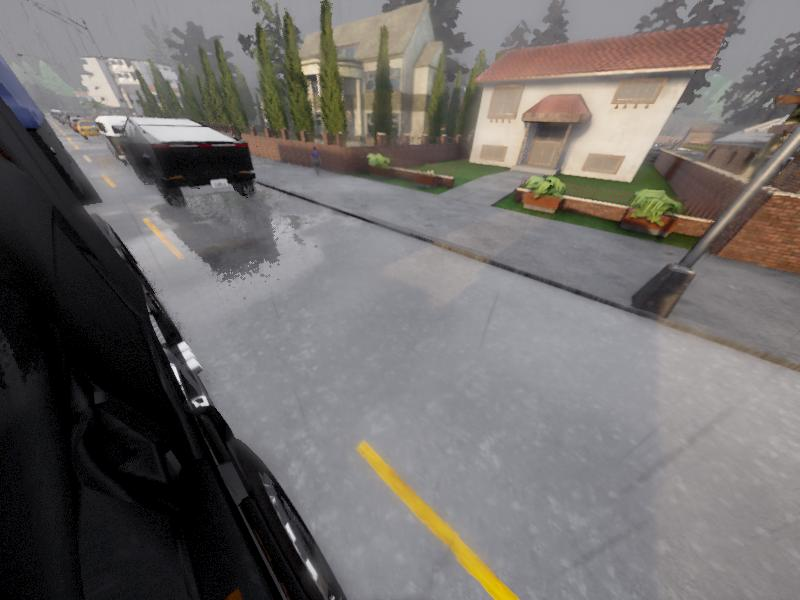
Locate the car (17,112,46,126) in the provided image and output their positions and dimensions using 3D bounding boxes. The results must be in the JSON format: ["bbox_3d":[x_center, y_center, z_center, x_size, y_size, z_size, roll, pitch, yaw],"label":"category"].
[{"bbox_3d":[-59.755,-29.467,37.585,5.008,1.535,1.882,28,44,30],"label":"car"}]

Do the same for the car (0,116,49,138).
[{"bbox_3d":[-35.457,-16.399,21.877,4.193,1.474,1.816,27,43,29],"label":"car"}]

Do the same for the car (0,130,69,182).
[{"bbox_3d":[-15.811,-6.032,9.497,4.181,1.385,1.994,29,44,30],"label":"car"}]

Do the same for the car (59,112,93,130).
[{"bbox_3d":[-45.808,-25.270,32.652,4.605,1.855,1.932,28,44,30],"label":"car"}]

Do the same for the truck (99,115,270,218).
[{"bbox_3d":[-7.454,-4.872,7.900,6.274,2.098,2.390,29,44,30],"label":"truck"}]

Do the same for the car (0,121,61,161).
[{"bbox_3d":[-21.247,-8.986,12.921,4.514,1.525,2.007,29,44,30],"label":"car"}]

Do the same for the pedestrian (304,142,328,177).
[{"bbox_3d":[-3.988,-6.688,11.003,0.751,1.300,0.751,-14,40,-21],"label":"pedestrian"}]

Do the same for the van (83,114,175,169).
[{"bbox_3d":[-14.638,-8.658,12.507,4.480,2.038,2.069,29,44,30],"label":"van"}]

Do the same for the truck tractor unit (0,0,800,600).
[{"bbox_3d":[-2.645,-0.295,0.352,6.516,4.208,3.053,28,44,30],"label":"truck tractor unit"}]

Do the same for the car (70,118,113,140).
[{"bbox_3d":[-30.829,-17.101,23.035,5.366,1.575,1.801,29,44,30],"label":"car"}]

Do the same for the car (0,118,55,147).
[{"bbox_3d":[-27.472,-12.288,16.900,4.514,1.525,2.007,29,44,30],"label":"car"}]

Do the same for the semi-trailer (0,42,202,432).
[{"bbox_3d":[-8.702,-3.614,4.206,14.254,4.402,2.717,28,44,30],"label":"semi-trailer"}]

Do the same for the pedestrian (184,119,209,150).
[{"bbox_3d":[-15.598,-12.671,17.720,0.751,1.860,0.751,-28,46,-34],"label":"pedestrian"}]

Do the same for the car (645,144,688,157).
[{"bbox_3d":[50.410,-28.502,43.902,5.027,1.651,2.152,28,44,29],"label":"car"}]

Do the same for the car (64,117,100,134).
[{"bbox_3d":[-38.506,-21.149,27.994,3.806,1.475,1.970,29,44,30],"label":"car"}]
